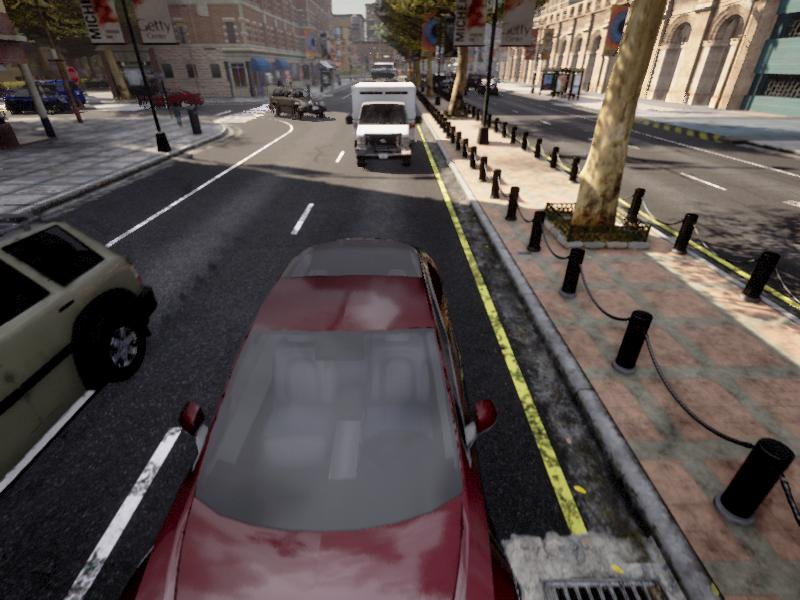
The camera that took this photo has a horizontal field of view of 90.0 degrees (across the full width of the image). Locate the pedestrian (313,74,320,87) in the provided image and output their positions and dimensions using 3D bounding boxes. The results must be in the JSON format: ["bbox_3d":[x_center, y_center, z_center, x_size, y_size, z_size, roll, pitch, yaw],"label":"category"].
[{"bbox_3d":[-13.060,-34.326,62.535,0.751,1.860,0.751,-1,30,-1],"label":"pedestrian"}]

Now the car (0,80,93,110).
[{"bbox_3d":[-28.799,-16.629,32.425,5.566,2.045,2.150,-1,30,-1],"label":"car"}]

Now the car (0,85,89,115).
[{"bbox_3d":[-26.242,-14.757,29.474,4.553,1.767,2.097,-2,30,-3],"label":"car"}]

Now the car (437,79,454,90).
[{"bbox_3d":[6.832,-32.454,60.149,1.994,1.385,4.181,0,30,-1],"label":"car"}]

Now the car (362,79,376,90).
[{"bbox_3d":[-4.680,-32.916,61.021,1.895,1.301,4.718,0,30,-1],"label":"car"}]

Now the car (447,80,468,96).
[{"bbox_3d":[6.980,-25.986,48.974,1.837,1.490,4.892,0,30,-1],"label":"car"}]

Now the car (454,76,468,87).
[{"bbox_3d":[10.235,-36.856,67.502,1.789,1.549,3.705,0,30,-1],"label":"car"}]

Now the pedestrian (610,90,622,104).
[{"bbox_3d":[18.822,-17.709,34.862,0.500,1.100,0.500,3,30,5],"label":"pedestrian"}]

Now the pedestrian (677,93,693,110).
[{"bbox_3d":[21.726,-15.154,30.491,0.500,1.100,0.500,-11,32,-17],"label":"pedestrian"}]

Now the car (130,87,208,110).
[{"bbox_3d":[-18.852,-16.580,32.847,5.008,1.535,1.882,-2,30,-4],"label":"car"}]

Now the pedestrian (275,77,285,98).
[{"bbox_3d":[-12.570,-22.282,41.932,0.751,1.860,0.751,-6,31,-10],"label":"pedestrian"}]

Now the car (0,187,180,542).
[{"bbox_3d":[-3.910,0.710,2.929,1.932,1.855,4.605,0,30,-1],"label":"car"}]

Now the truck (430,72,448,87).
[{"bbox_3d":[6.701,-38.545,69.861,2.390,2.098,6.274,0,30,-1],"label":"truck"}]

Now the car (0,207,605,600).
[{"bbox_3d":[-0.415,0.680,3.376,2.163,1.488,4.792,0,30,-1],"label":"car"}]

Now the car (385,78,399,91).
[{"bbox_3d":[-1.140,-31.250,58.034,1.812,1.442,4.674,0,30,-1],"label":"car"}]

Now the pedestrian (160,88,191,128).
[{"bbox_3d":[-11.948,-10.263,21.370,0.751,1.860,0.751,0,30,0],"label":"pedestrian"}]

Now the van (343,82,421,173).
[{"bbox_3d":[-0.580,-6.908,15.420,2.351,2.431,6.366,0,31,-1],"label":"van"}]

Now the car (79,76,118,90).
[{"bbox_3d":[-46.244,-33.377,61.479,1.930,1.638,5.238,0,30,-1],"label":"car"}]

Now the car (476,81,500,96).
[{"bbox_3d":[10.494,-25.330,47.876,1.970,1.475,3.806,0,30,-1],"label":"car"}]

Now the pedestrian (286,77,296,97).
[{"bbox_3d":[-11.772,-23.061,43.263,0.751,1.860,0.751,-2,30,-4],"label":"pedestrian"}]

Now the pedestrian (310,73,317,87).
[{"bbox_3d":[-13.674,-34.824,63.387,0.751,1.860,0.751,2,30,4],"label":"pedestrian"}]

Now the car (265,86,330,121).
[{"bbox_3d":[-6.844,-13.078,26.524,1.932,1.855,4.605,-24,37,-37],"label":"car"}]

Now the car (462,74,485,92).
[{"bbox_3d":[10.370,-31.090,57.173,2.150,2.045,5.566,0,30,-1],"label":"car"}]
